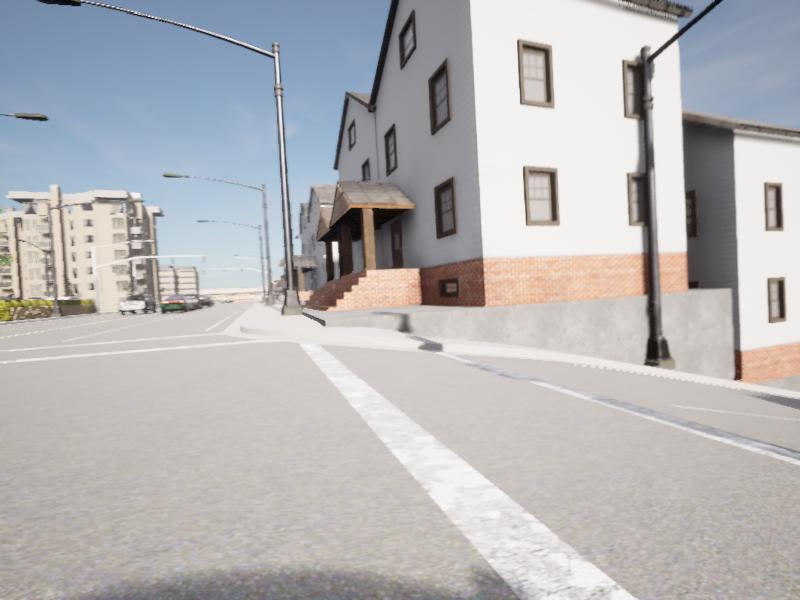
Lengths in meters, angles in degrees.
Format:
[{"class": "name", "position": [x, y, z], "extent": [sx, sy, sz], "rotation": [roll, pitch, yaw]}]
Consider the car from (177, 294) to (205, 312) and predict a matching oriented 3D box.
[{"class": "car", "position": [-21.068, 0.248, 40.481], "extent": [1.851, 1.617, 3.988], "rotation": [-4, 2, -19]}]

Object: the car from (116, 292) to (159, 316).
[{"class": "car", "position": [-22.937, 0.352, 35.136], "extent": [1.932, 1.855, 4.605], "rotation": [-4, 1, -19]}]

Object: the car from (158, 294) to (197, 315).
[{"class": "car", "position": [-18.959, 0.322, 34.324], "extent": [2.038, 1.542, 4.974], "rotation": [-4, 1, -19]}]
